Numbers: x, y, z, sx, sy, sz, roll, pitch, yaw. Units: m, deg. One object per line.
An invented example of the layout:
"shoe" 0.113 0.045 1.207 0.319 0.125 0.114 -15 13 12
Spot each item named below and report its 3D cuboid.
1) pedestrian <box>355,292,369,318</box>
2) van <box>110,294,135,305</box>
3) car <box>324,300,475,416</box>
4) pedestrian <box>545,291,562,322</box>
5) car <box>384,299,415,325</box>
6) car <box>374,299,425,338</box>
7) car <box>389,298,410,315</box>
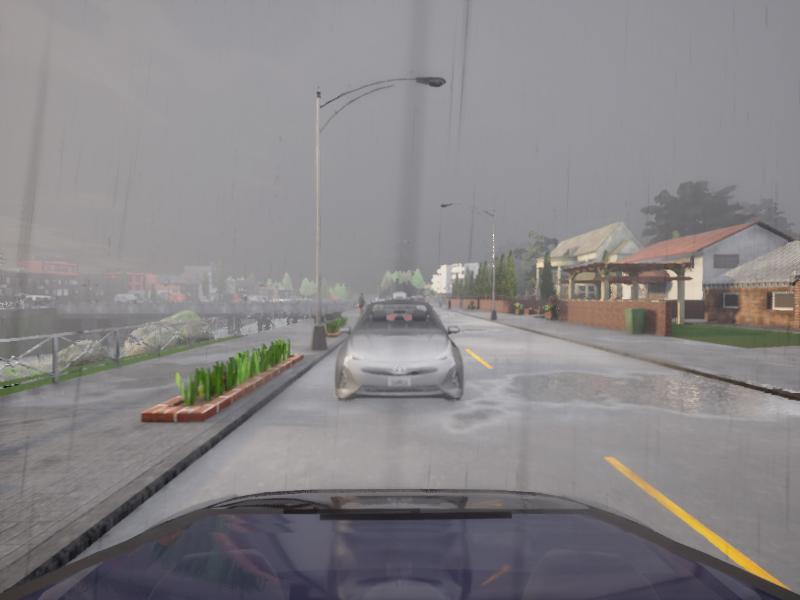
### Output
"pedestrian" -2.880 0.368 30.192 0.751 1.860 0.751 0 0 45
"van" -65.791 -0.143 94.927 1.988 2.561 5.915 0 0 0
"car" -0.010 0.776 7.583 2.007 1.525 4.514 0 0 0
"pedestrian" 9.204 0.390 24.003 0.751 1.860 0.751 0 0 0
"car" -0.028 0.710 25.859 1.816 1.474 4.193 0 0 0
"car" -0.019 0.724 17.949 2.007 1.525 4.514 0 0 0
"car" -0.042 0.609 39.332 1.882 1.535 5.008 0 0 0
